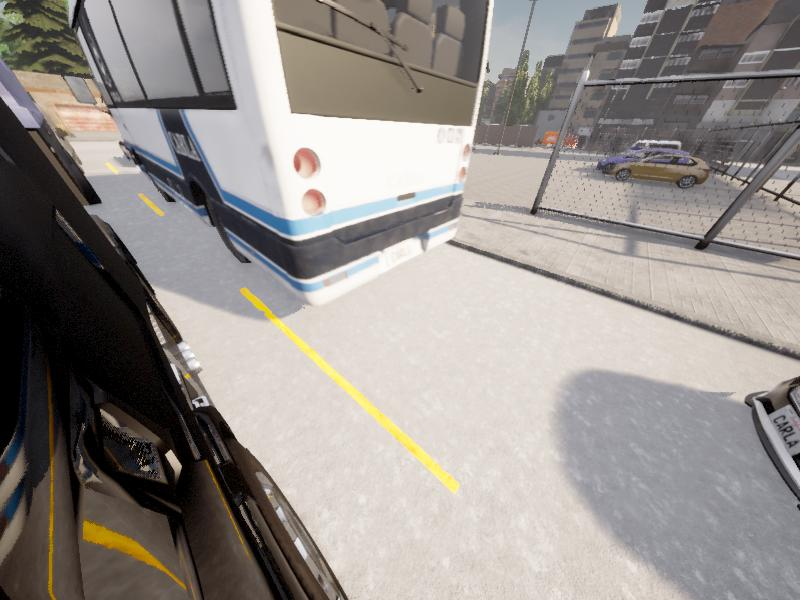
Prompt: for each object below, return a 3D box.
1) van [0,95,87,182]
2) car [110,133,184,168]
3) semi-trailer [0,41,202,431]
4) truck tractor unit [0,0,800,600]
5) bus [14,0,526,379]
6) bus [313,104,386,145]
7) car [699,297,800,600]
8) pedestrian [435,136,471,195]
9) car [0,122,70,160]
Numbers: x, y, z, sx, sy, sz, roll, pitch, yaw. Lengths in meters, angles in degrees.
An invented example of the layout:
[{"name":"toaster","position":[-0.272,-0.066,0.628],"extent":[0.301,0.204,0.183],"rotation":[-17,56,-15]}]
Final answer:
[{"name":"van","position":[-16.117,-7.081,9.987],"extent":[5.915,2.561,1.988],"rotation":[30,44,31]},{"name":"car","position":[-14.559,-8.688,13.260],"extent":[4.718,1.301,1.895],"rotation":[29,44,31]},{"name":"semi-trailer","position":[-8.708,-3.599,4.216],"extent":[14.254,4.402,2.717],"rotation":[28,44,30]},{"name":"truck tractor unit","position":[-2.645,-0.295,0.351],"extent":[6.516,4.208,3.053],"rotation":[28,44,30]},{"name":"bus","position":[-3.675,-3.872,5.043],"extent":[10.273,4.253,3.944],"rotation":[30,44,31]},{"name":"bus","position":[-7.020,-26.163,34.630],"extent":[3.944,4.253,10.273],"rotation":[28,44,30]},{"name":"car","position":[4.869,1.684,0.435],"extent":[4.902,1.511,2.128],"rotation":[25,42,27]},{"name":"pedestrian","position":[2.006,-5.196,8.950],"extent":[0.751,1.860,0.751],"rotation":[-28,47,-35]},{"name":"car","position":[-21.606,-9.225,13.320],"extent":[3.705,1.549,1.789],"rotation":[21,40,23]}]
